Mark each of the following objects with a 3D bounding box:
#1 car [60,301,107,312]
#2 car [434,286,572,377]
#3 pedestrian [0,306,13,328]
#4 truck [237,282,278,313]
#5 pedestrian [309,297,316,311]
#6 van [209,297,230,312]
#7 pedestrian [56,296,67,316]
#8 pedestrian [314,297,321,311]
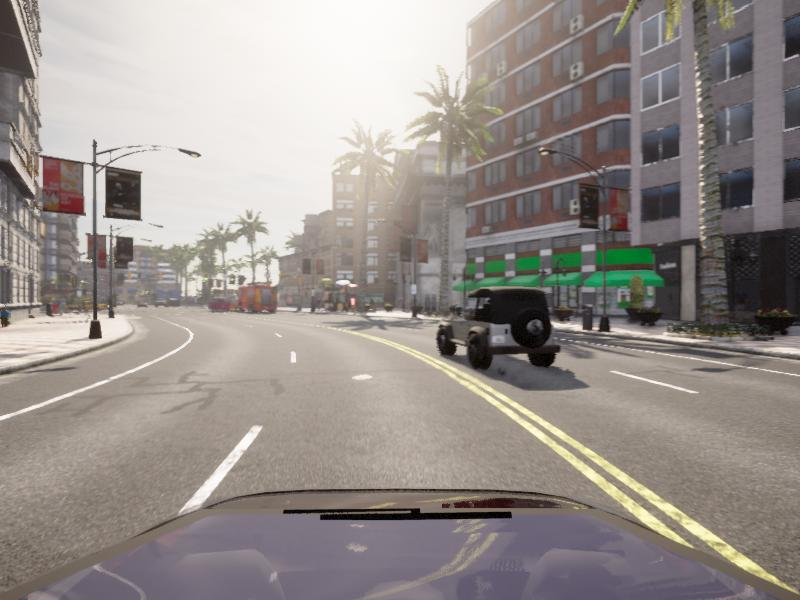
[{"bbox_3d":[-46.773,0.872,59.331,5.366,1.575,1.801,0,0,-35],"label":"car"},{"bbox_3d":[2.365,0.644,10.307,1.905,1.878,3.866,0,0,-12],"label":"car"},{"bbox_3d":[-20.520,0.888,20.784,0.500,1.100,0.500,0,0,-37],"label":"pedestrian"},{"bbox_3d":[-19.003,-0.296,52.995,2.891,3.827,8.468,0,0,-36],"label":"truck"},{"bbox_3d":[-11.609,0.501,53.052,0.751,1.860,0.751,0,0,-15],"label":"pedestrian"},{"bbox_3d":[-24.952,0.627,55.256,1.775,1.987,4.442,0,0,-36],"label":"van"},{"bbox_3d":[-31.972,0.521,37.788,0.751,1.860,0.751,0,0,-44],"label":"pedestrian"},{"bbox_3d":[-10.873,0.500,53.013,0.751,1.860,0.751,0,0,2],"label":"pedestrian"}]
